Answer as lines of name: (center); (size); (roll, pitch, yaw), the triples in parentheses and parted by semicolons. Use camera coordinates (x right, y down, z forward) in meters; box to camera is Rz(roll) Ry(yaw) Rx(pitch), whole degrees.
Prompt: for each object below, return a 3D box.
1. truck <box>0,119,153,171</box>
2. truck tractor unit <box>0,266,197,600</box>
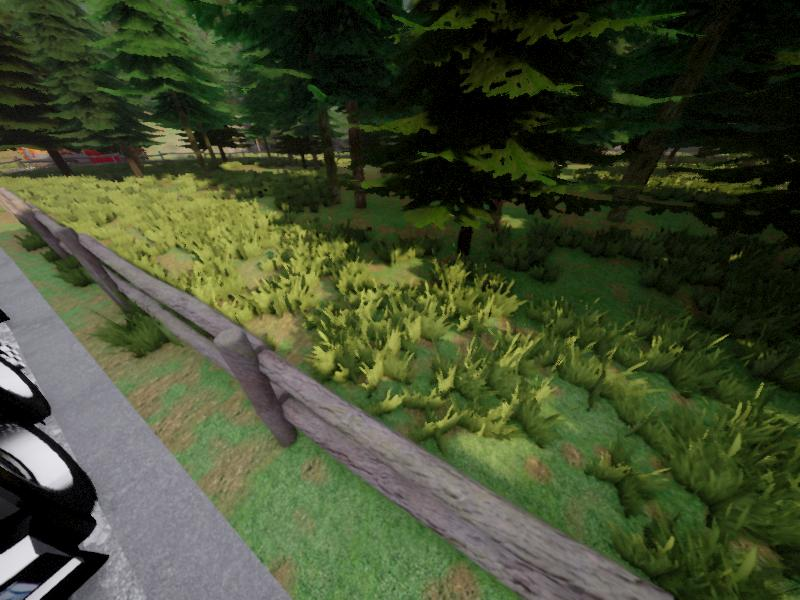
truck: (-32.539, -15.961, 23.849); (2.891, 3.827, 8.468); (13, 37, 19)
truck tractor unit: (-5.111, -0.302, 0.771); (6.516, 4.208, 3.053); (18, 39, 24)
